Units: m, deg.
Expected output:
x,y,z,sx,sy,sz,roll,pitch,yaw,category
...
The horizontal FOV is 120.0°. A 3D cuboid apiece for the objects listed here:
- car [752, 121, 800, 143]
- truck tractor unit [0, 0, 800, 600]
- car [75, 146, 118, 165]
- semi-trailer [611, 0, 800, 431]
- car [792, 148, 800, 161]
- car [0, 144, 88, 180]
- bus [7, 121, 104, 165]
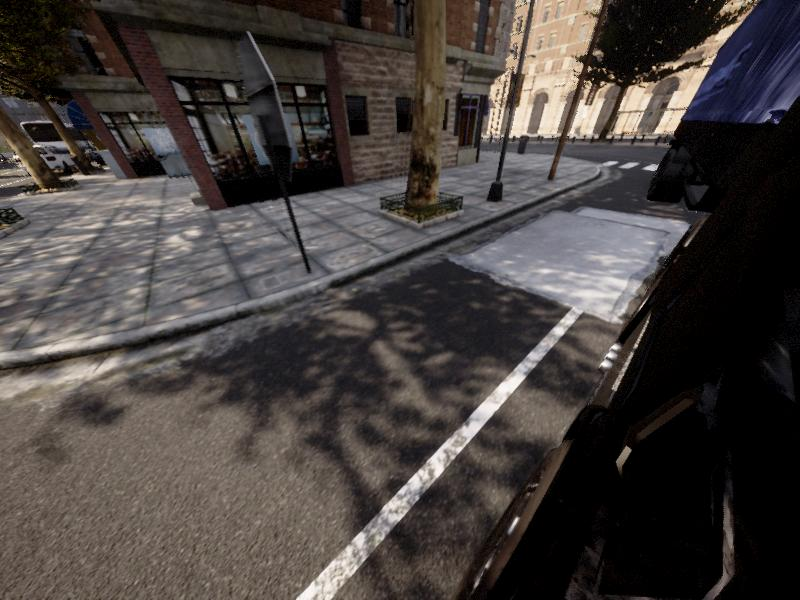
x,y,z,sx,sy,sz,roll,pitch,yaw,category
33.994,-13.885,19.064,2.033,1.411,5.357,-27,43,-29,car
2.645,-0.295,0.351,6.516,4.208,3.053,-28,44,-30,truck tractor unit
-37.408,-17.995,28.661,2.231,1.521,4.892,-27,43,-29,car
8.078,-3.960,4.763,2.717,4.402,14.254,27,46,33,semi-trailer
23.248,-7.298,10.791,1.837,1.490,4.892,-27,43,-29,car
-28.941,-11.510,19.008,2.435,2.045,5.566,-27,43,-29,car
-46.019,-21.560,31.599,3.944,4.253,10.273,-27,43,-29,bus
